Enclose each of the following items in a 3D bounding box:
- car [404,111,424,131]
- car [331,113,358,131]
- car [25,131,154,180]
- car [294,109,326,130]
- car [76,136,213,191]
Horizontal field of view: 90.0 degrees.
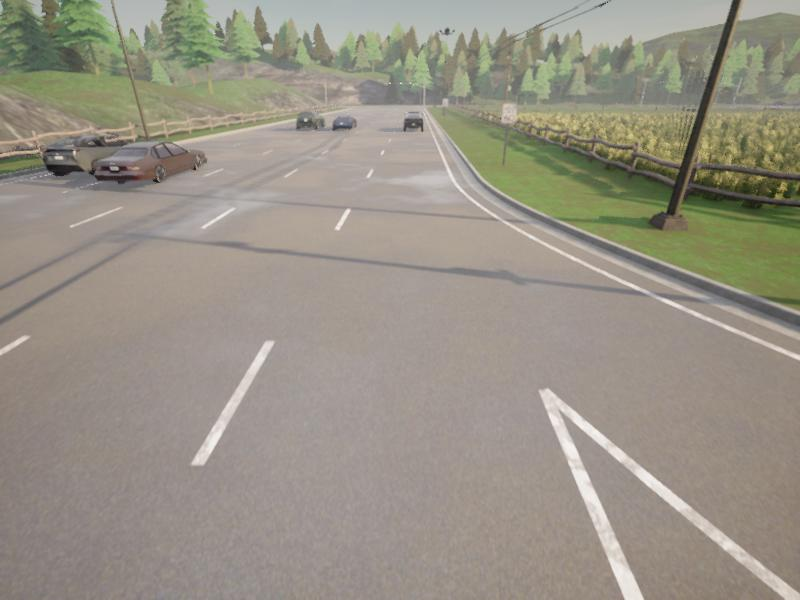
[{"bbox_3d":[1.389,-18.031,40.177,1.930,1.638,5.238,1,27,2],"label":"car"},{"bbox_3d":[-5.601,-18.172,40.776,1.994,1.385,4.181,1,27,2],"label":"car"},{"bbox_3d":[-13.541,-6.571,17.916,2.007,1.525,4.514,1,27,2],"label":"car"},{"bbox_3d":[-9.097,-18.436,40.835,2.097,1.767,4.553,1,27,2],"label":"car"},{"bbox_3d":[-10.093,-5.792,16.524,2.033,1.411,5.357,1,27,2],"label":"car"}]
